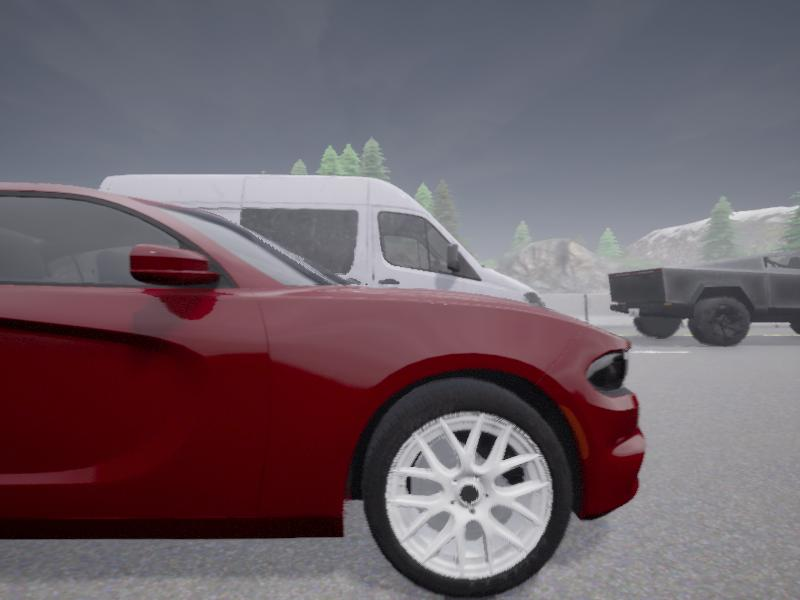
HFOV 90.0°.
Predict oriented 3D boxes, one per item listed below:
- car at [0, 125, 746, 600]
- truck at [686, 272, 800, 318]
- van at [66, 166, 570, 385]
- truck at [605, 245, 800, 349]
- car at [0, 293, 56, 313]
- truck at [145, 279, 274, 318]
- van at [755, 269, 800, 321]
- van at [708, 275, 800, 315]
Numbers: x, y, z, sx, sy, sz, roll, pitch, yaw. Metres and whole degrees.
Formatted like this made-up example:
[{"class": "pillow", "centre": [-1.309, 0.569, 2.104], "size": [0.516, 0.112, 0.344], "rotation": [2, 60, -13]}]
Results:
[{"class": "car", "centre": [-1.404, 0.219, 2.193], "size": [5.008, 1.535, 1.882], "rotation": [0, 0, -1]}, {"class": "truck", "centre": [20.354, -0.286, 23.483], "size": [5.204, 2.467, 2.627], "rotation": [-1, 0, -1]}, {"class": "van", "centre": [-0.951, -0.286, 5.696], "size": [5.915, 2.561, 1.988], "rotation": [0, 0, -1]}, {"class": "truck", "centre": [8.515, -0.071, 9.324], "size": [6.274, 2.098, 2.390], "rotation": [0, 0, -1]}, {"class": "car", "centre": [-28.536, 0.224, 29.833], "size": [4.193, 1.474, 1.816], "rotation": [0, 0, -1]}, {"class": "truck", "centre": [-10.829, -0.086, 23.153], "size": [6.274, 2.098, 2.390], "rotation": [0, 0, -1]}, {"class": "van", "centre": [21.965, -0.254, 20.005], "size": [6.366, 2.431, 2.351], "rotation": [0, 0, -1]}, {"class": "van", "centre": [24.557, -0.319, 27.040], "size": [5.915, 2.561, 1.988], "rotation": [0, 0, -1]}]
